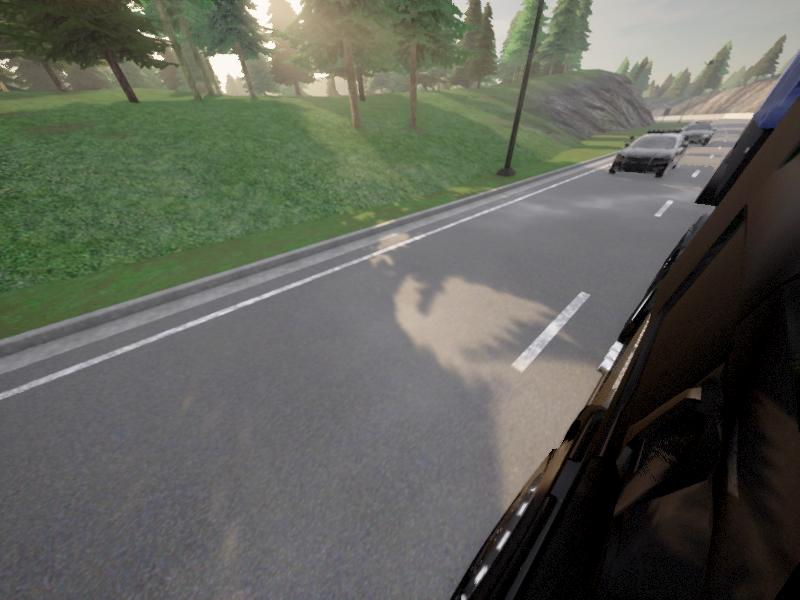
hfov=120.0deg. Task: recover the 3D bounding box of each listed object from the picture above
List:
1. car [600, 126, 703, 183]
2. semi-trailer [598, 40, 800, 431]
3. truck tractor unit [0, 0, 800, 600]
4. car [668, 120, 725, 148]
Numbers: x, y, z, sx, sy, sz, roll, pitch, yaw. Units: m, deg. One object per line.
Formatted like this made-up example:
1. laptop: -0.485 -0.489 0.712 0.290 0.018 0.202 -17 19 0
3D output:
1. car: 11.652 -6.850 10.647 5.238 1.638 1.930 -28 44 -30
2. semi-trailer: 8.674 -3.629 4.240 14.254 4.402 2.717 -28 44 -30
3. truck tractor unit: 2.645 -0.295 0.351 6.516 4.208 3.053 -28 44 -30
4. car: 24.451 -13.716 19.040 4.974 1.542 2.038 -29 44 -30
